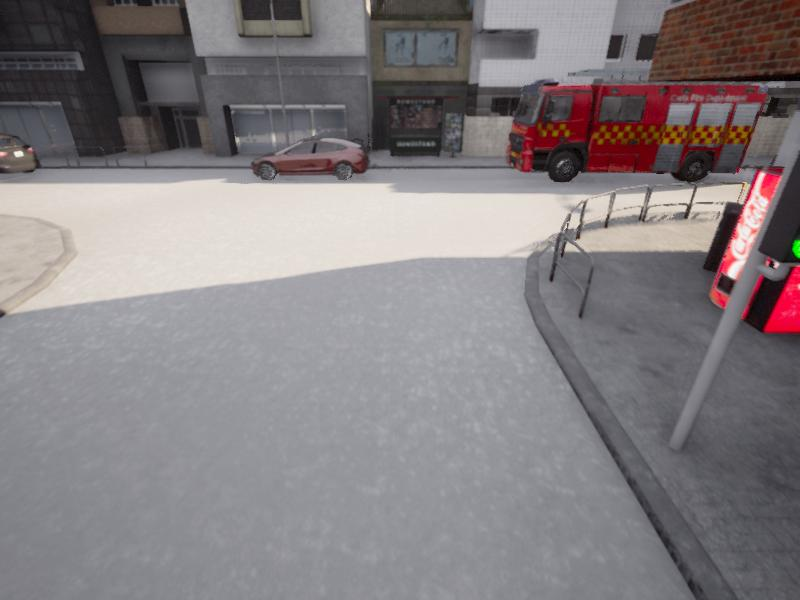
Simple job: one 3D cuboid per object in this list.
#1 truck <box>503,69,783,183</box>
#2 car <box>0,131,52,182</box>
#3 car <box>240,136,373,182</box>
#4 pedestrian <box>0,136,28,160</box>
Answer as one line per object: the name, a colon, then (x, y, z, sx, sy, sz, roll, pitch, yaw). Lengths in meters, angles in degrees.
truck: (8.859, -6.857, 15.823, 8.468, 3.827, 2.891, 0, 27, 0)
car: (-17.639, -5.867, 16.252, 4.611, 1.667, 2.242, 0, 27, 0)
car: (-3.598, -5.797, 16.328, 4.792, 1.488, 2.163, 0, 27, 0)
pedestrian: (-19.232, -7.578, 19.938, 0.500, 1.100, 0.500, -4, 27, -8)
